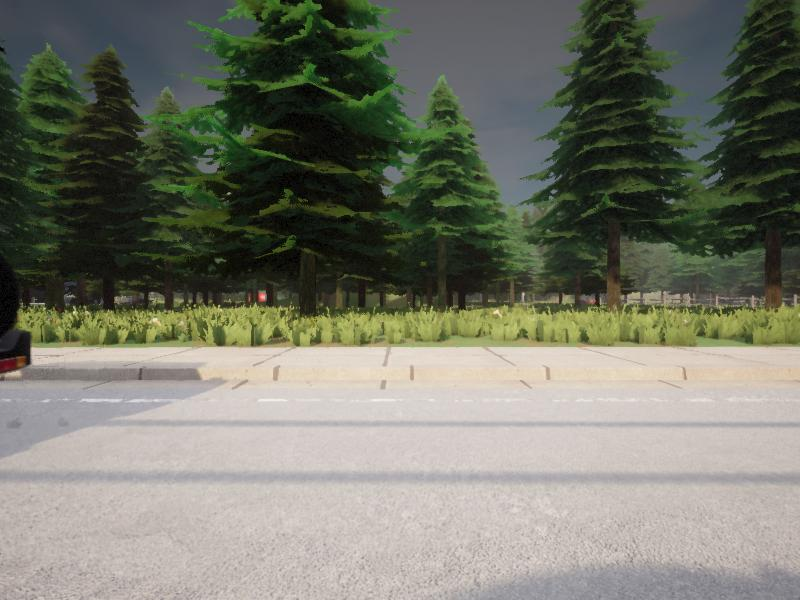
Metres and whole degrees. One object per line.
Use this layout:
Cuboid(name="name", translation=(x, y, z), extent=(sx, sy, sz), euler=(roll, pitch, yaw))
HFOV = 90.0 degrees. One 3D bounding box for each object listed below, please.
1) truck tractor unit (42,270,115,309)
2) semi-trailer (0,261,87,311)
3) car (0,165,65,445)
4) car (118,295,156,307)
Cuboid(name="truck tractor unit", translation=(-36.816, -1.114, 46.164), extent=(3.053, 4.208, 6.516), euler=(0, 0, 1))
Cuboid(name="semi-trailer", translation=(-36.831, -1.217, 38.251), extent=(2.717, 4.402, 14.254), euler=(0, 0, 0))
Cuboid(name="car", translation=(-4.952, 0.054, 2.189), extent=(4.605, 1.855, 1.932), euler=(-1, 0, 0))
Cuboid(name="car", translation=(-36.648, 0.158, 55.967), extent=(2.242, 1.667, 4.611), euler=(0, 0, 1))
